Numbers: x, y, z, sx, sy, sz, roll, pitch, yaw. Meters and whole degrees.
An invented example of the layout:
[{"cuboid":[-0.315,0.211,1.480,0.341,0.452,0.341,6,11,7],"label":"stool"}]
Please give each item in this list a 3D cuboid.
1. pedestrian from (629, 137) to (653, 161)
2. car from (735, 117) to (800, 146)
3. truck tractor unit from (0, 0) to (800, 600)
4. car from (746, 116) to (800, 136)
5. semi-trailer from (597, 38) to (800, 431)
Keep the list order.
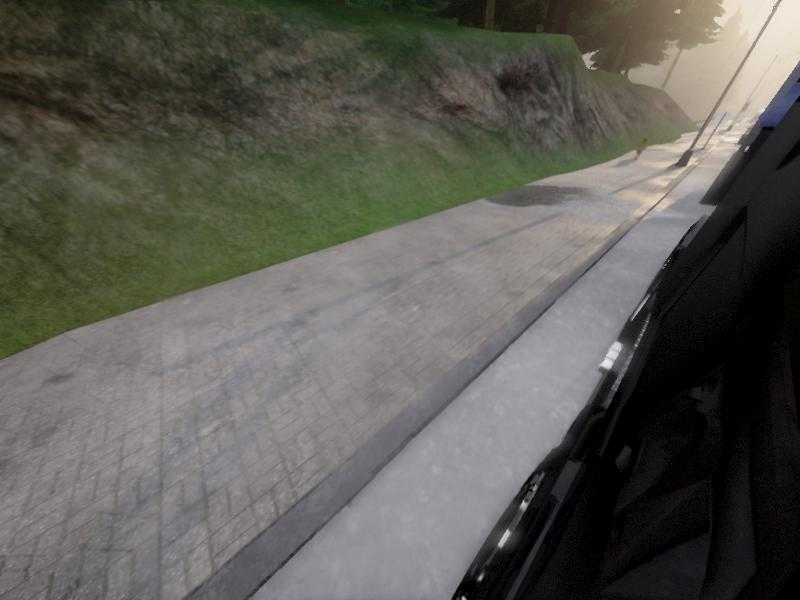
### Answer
[{"cuboid":[13.528,-8.470,12.988,0.500,1.100,0.500,26,45,32],"label":"pedestrian"},{"cuboid":[29.694,-13.672,18.730,4.611,1.667,2.242,-28,44,-30],"label":"car"},{"cuboid":[2.645,-0.295,0.351,6.516,4.208,3.053,-28,44,-30],"label":"truck tractor unit"},{"cuboid":[41.866,-19.671,26.055,2.033,1.649,4.856,27,46,33],"label":"car"},{"cuboid":[8.731,-3.576,4.205,14.254,4.402,2.717,-28,44,-29],"label":"semi-trailer"}]
